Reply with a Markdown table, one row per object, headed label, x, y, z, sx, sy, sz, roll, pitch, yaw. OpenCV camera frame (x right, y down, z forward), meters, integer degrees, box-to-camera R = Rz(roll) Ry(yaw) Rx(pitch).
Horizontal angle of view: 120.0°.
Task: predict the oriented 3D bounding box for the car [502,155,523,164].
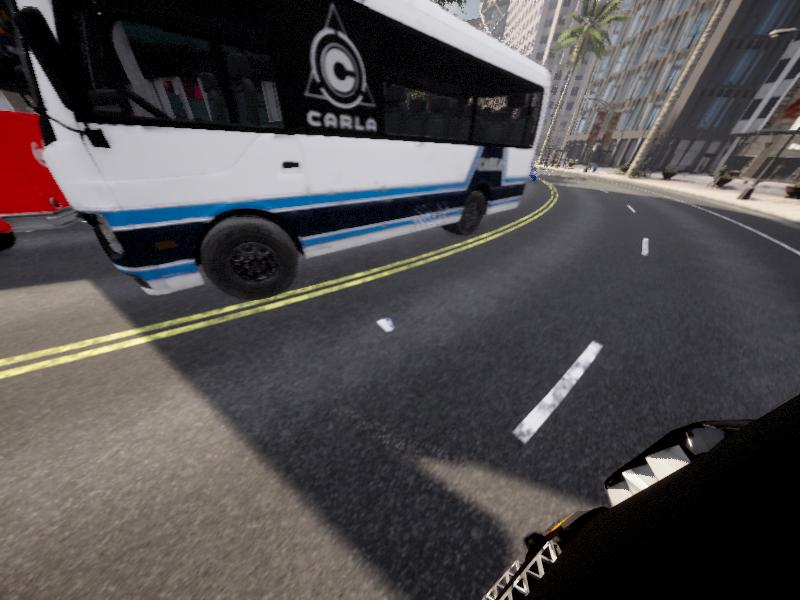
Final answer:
| label | x | y | z | sx | sy | sz | roll | pitch | yaw |
| --- | --- | --- | --- | --- | --- | --- | --- | --- | --- |
| car | 24.440 | -30.717 | 50.464 | 2.231 | 1.521 | 4.892 | 3 | 34 | 1 |

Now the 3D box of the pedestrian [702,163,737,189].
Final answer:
| label | x | y | z | sx | sy | sz | roll | pitch | yaw |
| --- | --- | --- | --- | --- | --- | --- | --- | --- | --- |
| pedestrian | 26.761 | -10.385 | 19.394 | 0.751 | 1.860 | 0.751 | 19 | 37 | 23 |

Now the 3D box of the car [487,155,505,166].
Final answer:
| label | x | y | z | sx | sy | sz | roll | pitch | yaw |
| --- | --- | --- | --- | --- | --- | --- | --- | --- | --- |
| car | 17.476 | -25.513 | 42.125 | 1.789 | 1.549 | 3.705 | 3 | 33 | 1 |

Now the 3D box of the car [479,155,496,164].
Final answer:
| label | x | y | z | sx | sy | sz | roll | pitch | yaw |
| --- | --- | --- | --- | --- | --- | --- | --- | --- | --- |
| car | 17.716 | -28.750 | 47.197 | 1.994 | 1.385 | 4.181 | 3 | 34 | 1 |

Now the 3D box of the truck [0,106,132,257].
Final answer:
| label | x | y | z | sx | sy | sz | roll | pitch | yaw |
| --- | --- | --- | --- | --- | --- | --- | --- | --- | --- |
| truck | -9.907 | -2.245 | 4.402 | 5.204 | 2.467 | 2.627 | -14 | 37 | -21 |

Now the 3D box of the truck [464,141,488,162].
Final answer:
| label | x | y | z | sx | sy | sz | roll | pitch | yaw |
| --- | --- | --- | --- | --- | --- | --- | --- | --- | --- |
| truck | 18.166 | -35.977 | 55.882 | 2.891 | 3.827 | 8.468 | 3 | 34 | 1 |

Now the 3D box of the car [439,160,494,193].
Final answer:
| label | x | y | z | sx | sy | sz | roll | pitch | yaw |
| --- | --- | --- | --- | --- | --- | --- | --- | --- | --- |
| car | 4.666 | -8.537 | 15.752 | 2.128 | 1.511 | 4.902 | 19 | 37 | 23 |

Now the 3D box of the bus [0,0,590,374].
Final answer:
| label | x | y | z | sx | sy | sz | roll | pitch | yaw |
| --- | --- | --- | --- | --- | --- | --- | --- | --- | --- |
| bus | -0.370 | -3.562 | 5.445 | 10.273 | 4.253 | 3.944 | -24 | 43 | -34 |

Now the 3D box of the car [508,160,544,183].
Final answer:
| label | x | y | z | sx | sy | sz | roll | pitch | yaw |
| --- | --- | --- | --- | --- | --- | --- | --- | --- | --- |
| car | 11.522 | -12.042 | 21.478 | 2.007 | 1.525 | 4.514 | 11 | 34 | 12 |

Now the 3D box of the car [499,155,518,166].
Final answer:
| label | x | y | z | sx | sy | sz | roll | pitch | yaw |
| --- | --- | --- | --- | --- | --- | --- | --- | --- | --- |
| car | 21.132 | -27.508 | 45.342 | 1.851 | 1.617 | 3.988 | 3 | 34 | 1 |
